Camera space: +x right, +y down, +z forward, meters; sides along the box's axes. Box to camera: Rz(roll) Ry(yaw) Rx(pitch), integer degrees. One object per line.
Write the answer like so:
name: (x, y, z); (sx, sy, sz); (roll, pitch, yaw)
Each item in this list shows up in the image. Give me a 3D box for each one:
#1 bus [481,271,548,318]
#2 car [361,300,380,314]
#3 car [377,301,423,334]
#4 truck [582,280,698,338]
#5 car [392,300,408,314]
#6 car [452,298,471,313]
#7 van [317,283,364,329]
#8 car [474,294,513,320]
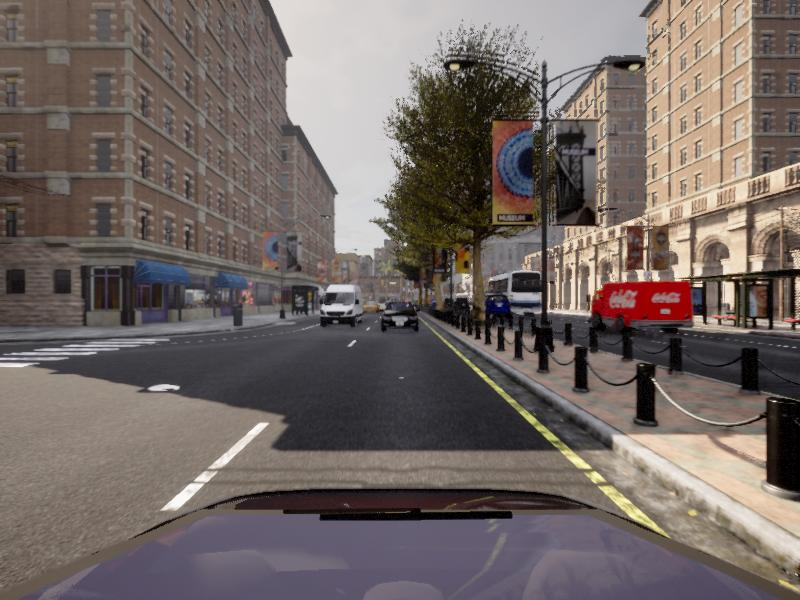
bus: (11.375, -0.526, 41.273); (3.944, 4.253, 10.273); (0, 0, 0)
car: (-3.502, 0.809, 48.333); (1.801, 1.575, 5.366); (0, 0, 0)
car: (-0.003, 0.840, 21.108); (2.128, 1.511, 4.902); (0, 0, 0)
truck: (11.488, 0.367, 19.795); (2.627, 2.467, 5.204); (0, 1, 0)
car: (-0.007, 0.796, 47.403); (1.851, 1.617, 3.988); (0, 0, 0)
car: (7.997, 0.655, 52.688); (1.905, 1.878, 3.866); (0, 0, 0)
van: (-3.531, 0.326, 24.920); (1.988, 2.561, 5.915); (0, 0, 0)
car: (8.008, 0.574, 34.890); (2.150, 2.045, 5.566); (0, 0, 0)
